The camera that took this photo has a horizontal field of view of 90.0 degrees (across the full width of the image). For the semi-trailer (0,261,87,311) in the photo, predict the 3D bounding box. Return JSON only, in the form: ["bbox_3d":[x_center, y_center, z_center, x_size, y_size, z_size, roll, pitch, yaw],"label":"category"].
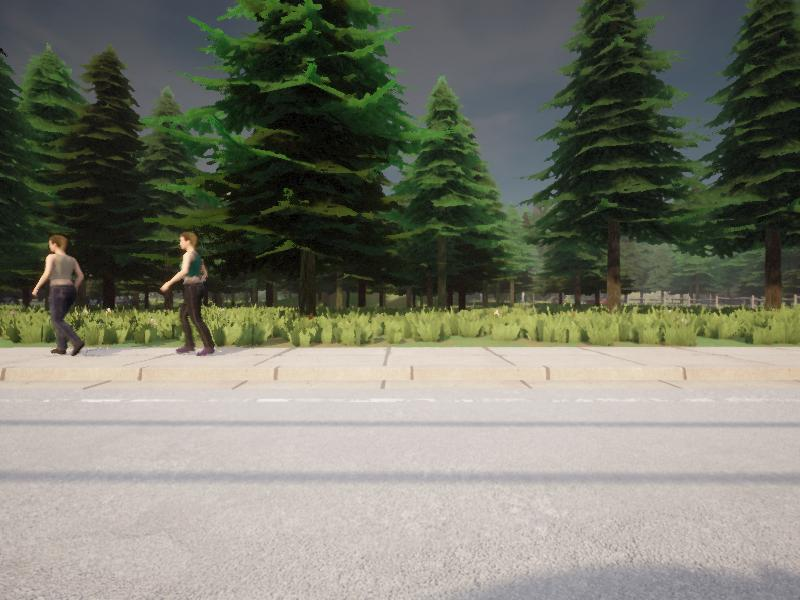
[{"bbox_3d":[-36.831,-1.217,38.250,2.717,4.402,14.254,0,0,0],"label":"semi-trailer"}]

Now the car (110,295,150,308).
[{"bbox_3d":[-36.676,0.157,54.482,2.242,1.667,4.611,0,0,1],"label":"car"}]

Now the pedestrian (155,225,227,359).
[{"bbox_3d":[-3.073,-0.112,5.951,0.751,1.860,0.751,0,0,-9],"label":"pedestrian"}]

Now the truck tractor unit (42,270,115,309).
[{"bbox_3d":[-36.817,-1.114,46.163,3.053,4.208,6.516,0,0,1],"label":"truck tractor unit"}]

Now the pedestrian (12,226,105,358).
[{"bbox_3d":[-5.103,-0.111,6.021,0.751,1.860,0.751,0,0,5],"label":"pedestrian"}]
